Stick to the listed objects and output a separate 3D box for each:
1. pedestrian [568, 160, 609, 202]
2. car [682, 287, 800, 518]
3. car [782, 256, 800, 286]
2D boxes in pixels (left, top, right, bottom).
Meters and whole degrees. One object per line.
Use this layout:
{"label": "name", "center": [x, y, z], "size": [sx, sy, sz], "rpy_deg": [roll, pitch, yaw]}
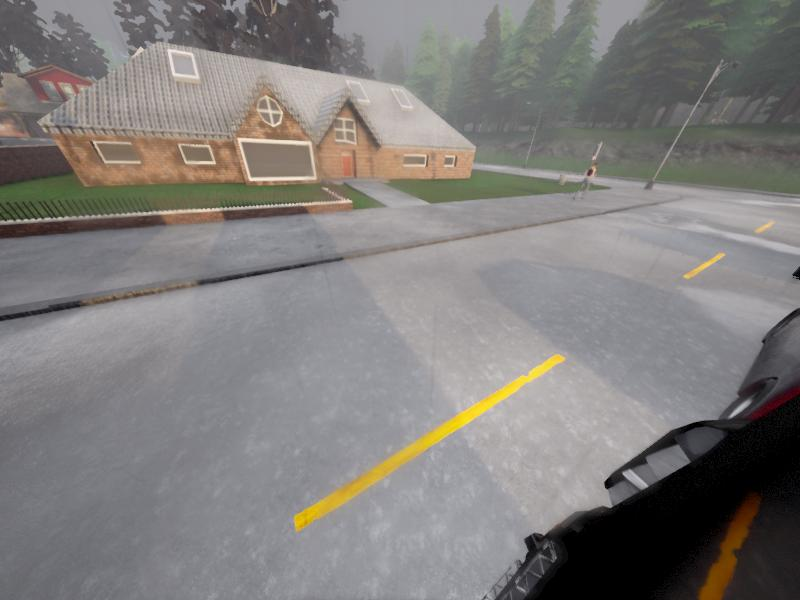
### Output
{"label": "pedestrian", "center": [9.889, -6.264, 12.193], "size": [0.751, 1.860, 0.751], "rpy_deg": [-10, 36, -18]}
{"label": "car", "center": [4.701, 0.680, 1.884], "size": [3.633, 1.501, 1.845], "rpy_deg": [-16, 38, -26]}
{"label": "car", "center": [10.949, -1.099, 5.083], "size": [4.193, 1.474, 1.816], "rpy_deg": [-16, 38, -26]}
